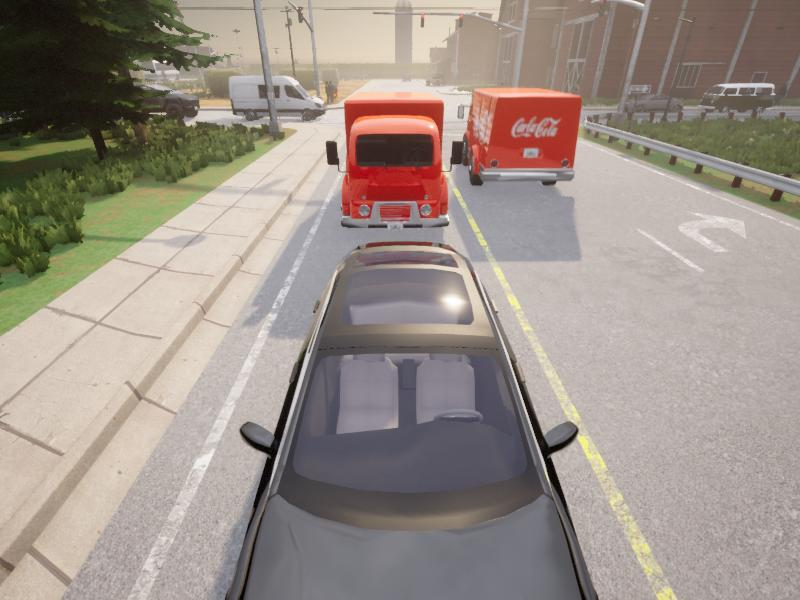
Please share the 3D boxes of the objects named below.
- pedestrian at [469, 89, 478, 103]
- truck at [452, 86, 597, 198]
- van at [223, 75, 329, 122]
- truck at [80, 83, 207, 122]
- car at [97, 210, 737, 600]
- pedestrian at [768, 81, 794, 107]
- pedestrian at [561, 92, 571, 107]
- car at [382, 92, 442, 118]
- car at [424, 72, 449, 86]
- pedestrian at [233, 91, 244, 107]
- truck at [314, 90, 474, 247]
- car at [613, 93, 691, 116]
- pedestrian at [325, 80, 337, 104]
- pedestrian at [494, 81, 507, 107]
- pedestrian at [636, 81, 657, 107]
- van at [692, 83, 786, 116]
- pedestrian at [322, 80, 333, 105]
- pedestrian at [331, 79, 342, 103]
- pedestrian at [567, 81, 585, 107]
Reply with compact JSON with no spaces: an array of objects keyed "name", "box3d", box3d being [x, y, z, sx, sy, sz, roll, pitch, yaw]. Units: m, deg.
[{"name":"pedestrian","box3d":[6.622,-18.386,36.078,0.500,1.100,0.500,-19,35,-29]},{"name":"truck","box3d":[3.296,-5.081,12.271,2.627,2.467,5.204,0,30,-1]},{"name":"van","box3d":[-7.860,-13.097,25.989,5.915,2.561,1.988,0,30,0]},{"name":"truck","box3d":[-16.493,-12.913,26.104,6.274,2.098,2.390,0,30,0]},{"name":"car","box3d":[0.055,0.760,3.240,2.128,1.511,4.902,0,30,0]},{"name":"pedestrian","box3d":[31.129,-16.816,32.701,0.751,1.860,0.751,8,31,14]},{"name":"pedestrian","box3d":[13.741,-16.575,33.033,0.500,1.100,0.500,6,31,10]},{"name":"car","box3d":[0.908,-14.290,29.164,1.994,1.385,4.181,26,39,37]},{"name":"car","box3d":[6.287,-37.975,68.886,1.905,1.878,3.866,-31,40,-33]},{"name":"pedestrian","box3d":[-13.446,-16.714,33.256,0.500,1.100,0.500,1,30,1]},{"name":"truck","box3d":[-0.139,-3.422,9.428,2.627,2.467,5.204,-1,30,-1]},{"name":"car","box3d":[18.371,-14.352,29.312,4.181,1.385,1.994,0,30,0]},{"name":"pedestrian","box3d":[-6.065,-18.405,35.357,0.751,1.860,0.751,-10,32,-17]},{"name":"pedestrian","box3d":[8.243,-16.960,32.906,0.751,1.860,0.751,4,31,7]},{"name":"pedestrian","box3d":[20.050,-16.766,32.609,0.751,1.860,0.751,0,30,1]},{"name":"van","box3d":[24.554,-14.640,29.142,4.480,2.038,2.069,0,30,0]},{"name":"pedestrian","box3d":[-6.153,-17.603,33.994,0.751,1.860,0.751,-3,30,-5]},{"name":"pedestrian","box3d":[-5.843,-19.185,36.691,0.751,1.860,0.751,-11,32,-17]},{"name":"pedestrian","box3d":[14.271,-16.713,32.516,0.751,1.860,0.751,0,30,-1]}]
